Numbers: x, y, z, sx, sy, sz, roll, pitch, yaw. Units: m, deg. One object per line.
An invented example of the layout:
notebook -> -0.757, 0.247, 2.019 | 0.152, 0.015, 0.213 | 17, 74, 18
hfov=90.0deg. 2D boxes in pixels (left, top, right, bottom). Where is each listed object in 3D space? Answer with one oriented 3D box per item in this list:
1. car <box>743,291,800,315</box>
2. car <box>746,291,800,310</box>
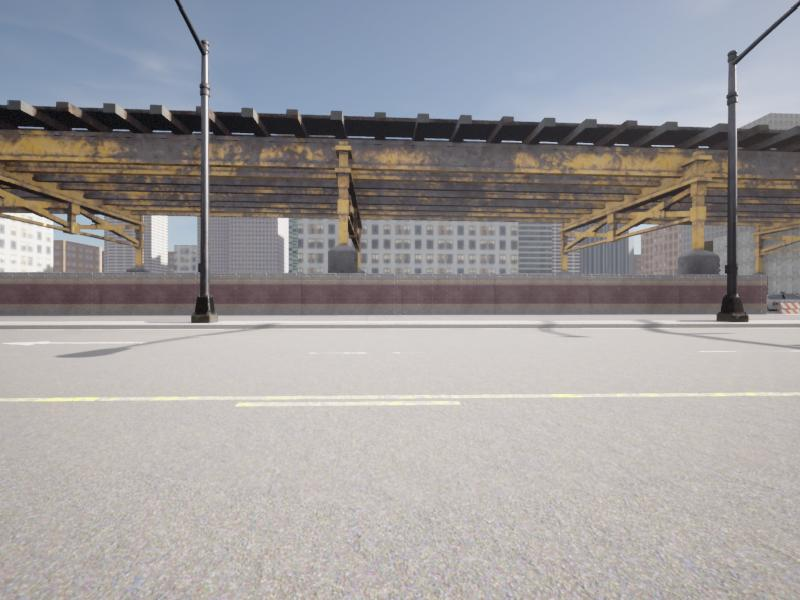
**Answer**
car -> 27.003, 0.196, 27.666 | 4.974, 1.542, 2.038 | 0, 0, 42
car -> 26.964, 0.038, 27.700 | 4.536, 1.218, 1.853 | 0, 0, 42
